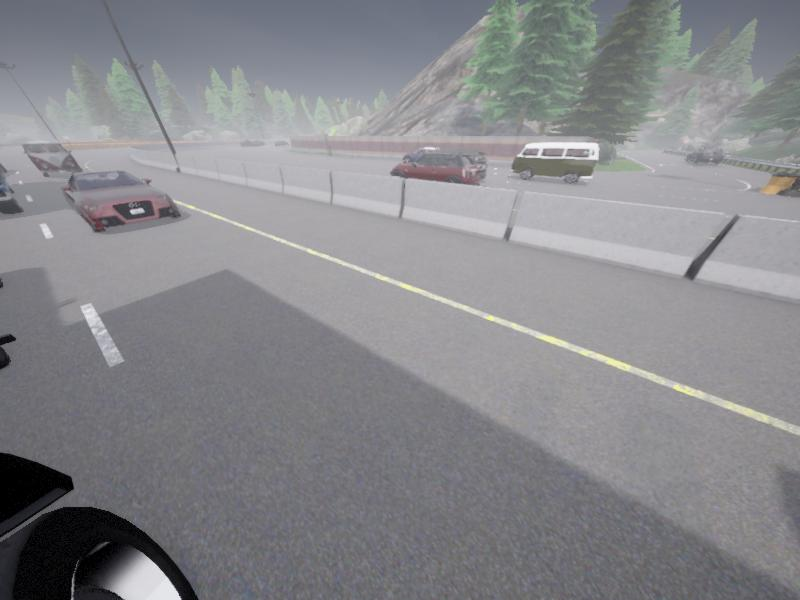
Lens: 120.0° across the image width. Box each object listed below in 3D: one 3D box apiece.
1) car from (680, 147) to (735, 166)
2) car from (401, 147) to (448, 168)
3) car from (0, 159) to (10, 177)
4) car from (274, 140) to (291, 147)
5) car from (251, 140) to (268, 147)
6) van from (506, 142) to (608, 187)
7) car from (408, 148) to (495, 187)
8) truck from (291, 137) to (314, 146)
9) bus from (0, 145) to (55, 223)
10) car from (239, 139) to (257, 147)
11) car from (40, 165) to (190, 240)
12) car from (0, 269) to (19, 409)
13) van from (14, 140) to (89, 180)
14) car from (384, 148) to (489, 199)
[{"bbox_3d":[32.860,-15.530,24.882,2.128,1.511,4.902,21,40,27],"label":"car"},{"bbox_3d":[2.240,-13.533,21.853,3.806,1.475,1.970,22,41,28],"label":"car"},{"bbox_3d":[-28.795,-9.239,15.357,4.611,1.667,2.242,25,42,30],"label":"car"},{"bbox_3d":[-31.467,-42.085,61.937,1.994,1.385,4.181,5,36,7],"label":"car"},{"bbox_3d":[-35.512,-39.549,58.313,1.845,1.501,3.633,2,36,2],"label":"car"},{"bbox_3d":[9.368,-8.395,14.127,4.480,2.038,2.069,22,41,28],"label":"van"},{"bbox_3d":[3.060,-8.352,14.339,4.611,1.667,2.242,22,41,28],"label":"car"},{"bbox_3d":[-27.095,-44.489,64.734,2.390,2.098,6.274,10,37,14],"label":"truck"},{"bbox_3d":[-17.027,-5.365,7.715,10.273,4.253,3.944,22,40,28],"label":"bus"},{"bbox_3d":[-38.988,-40.197,59.205,1.789,1.549,3.705,2,36,4],"label":"car"},{"bbox_3d":[-9.055,-3.315,7.363,4.181,1.385,1.994,22,41,28],"label":"car"},{"bbox_3d":[-6.420,0.056,2.245,4.553,1.767,2.097,22,41,28],"label":"car"},{"bbox_3d":[-22.933,-9.299,15.213,4.442,1.987,1.775,23,41,29],"label":"van"},{"bbox_3d":[1.659,-6.511,11.608,4.553,1.767,2.097,22,41,28],"label":"car"}]
